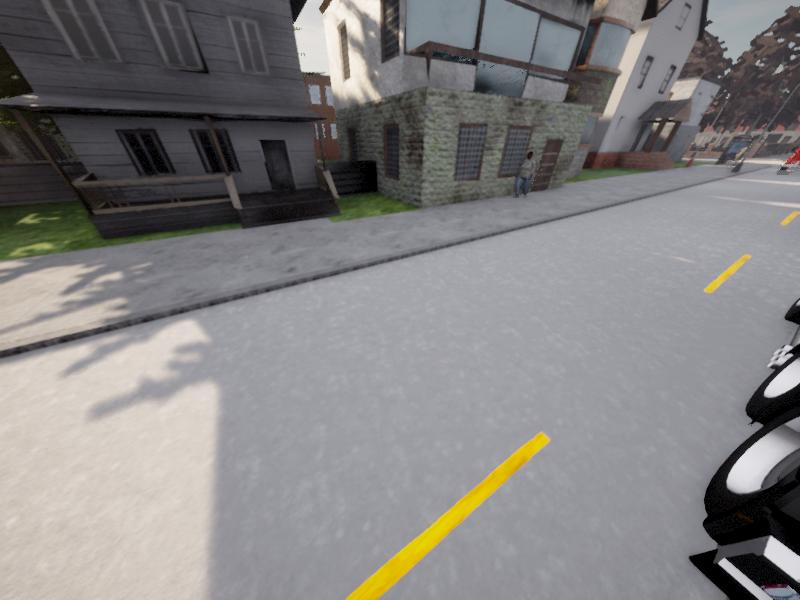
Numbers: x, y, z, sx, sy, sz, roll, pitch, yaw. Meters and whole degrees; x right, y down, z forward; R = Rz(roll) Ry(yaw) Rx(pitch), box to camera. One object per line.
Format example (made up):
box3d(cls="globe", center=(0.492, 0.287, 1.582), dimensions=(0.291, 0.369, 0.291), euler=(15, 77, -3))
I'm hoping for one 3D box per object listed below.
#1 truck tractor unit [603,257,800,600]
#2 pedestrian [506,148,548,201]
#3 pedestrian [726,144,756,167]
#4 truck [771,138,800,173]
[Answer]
box3d(cls="truck tractor unit", center=(5.103, -0.306, 0.811), dimensions=(6.516, 4.208, 3.053), euler=(-18, 39, -25))
box3d(cls="pedestrian", center=(5.296, -5.268, 9.737), dimensions=(0.751, 1.860, 0.751), euler=(-19, 39, -25))
box3d(cls="pedestrian", center=(33.476, -14.203, 22.715), dimensions=(0.751, 1.860, 0.751), euler=(-18, 39, -24))
box3d(cls="truck", center=(36.302, -12.629, 20.185), dimensions=(5.204, 2.467, 2.627), euler=(-18, 39, -24))
